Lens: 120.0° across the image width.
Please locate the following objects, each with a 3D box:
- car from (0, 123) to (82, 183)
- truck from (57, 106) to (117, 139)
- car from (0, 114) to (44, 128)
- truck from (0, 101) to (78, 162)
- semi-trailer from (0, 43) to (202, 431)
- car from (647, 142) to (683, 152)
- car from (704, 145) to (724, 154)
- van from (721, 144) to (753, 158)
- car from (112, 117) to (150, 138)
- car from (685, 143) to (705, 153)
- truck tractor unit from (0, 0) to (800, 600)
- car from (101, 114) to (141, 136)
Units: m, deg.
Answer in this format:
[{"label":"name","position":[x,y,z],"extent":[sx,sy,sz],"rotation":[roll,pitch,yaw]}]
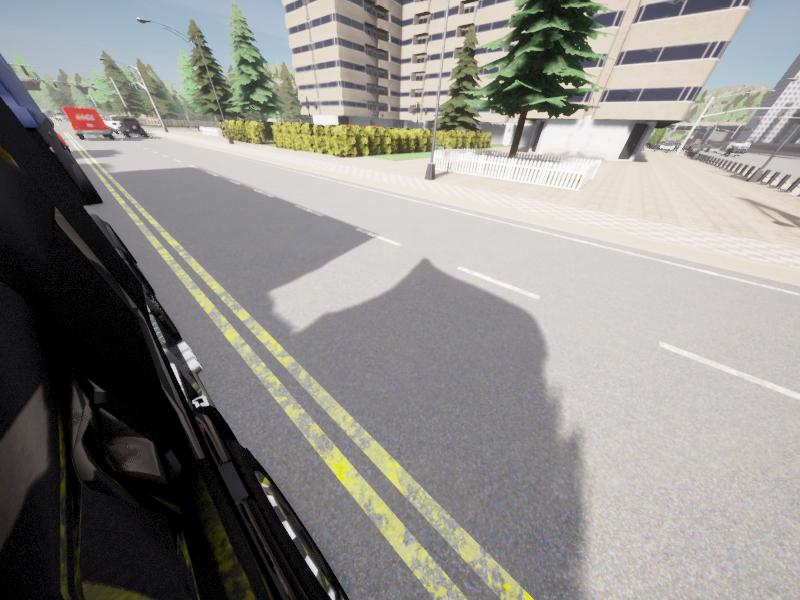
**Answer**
[{"label":"car","position":[-15.850,-6.288,9.671],"extent":[4.611,1.667,2.242],"rotation":[28,43,30]},{"label":"truck","position":[-32.170,-18.120,23.758],"extent":[5.204,2.467,2.627],"rotation":[27,43,31]},{"label":"car","position":[-58.864,-27.400,35.377],"extent":[2.007,1.525,4.514],"rotation":[29,44,31]},{"label":"truck","position":[-21.379,-9.594,13.062],"extent":[5.204,2.467,2.627],"rotation":[28,44,30]},{"label":"semi-trailer","position":[-8.695,-3.608,4.230],"extent":[14.254,4.402,2.717],"rotation":[28,44,30]},{"label":"car","position":[58.375,-33.777,51.015],"extent":[4.974,1.542,2.038],"rotation":[26,43,28]},{"label":"car","position":[76.888,-37.015,56.644],"extent":[1.851,1.617,3.988],"rotation":[28,44,30]},{"label":"van","position":[64.284,-28.560,44.133],"extent":[2.069,2.038,4.480],"rotation":[28,44,30]},{"label":"car","position":[-31.984,-20.511,27.477],"extent":[3.866,1.878,1.905],"rotation":[28,44,30]},{"label":"car","position":[73.090,-37.719,57.249],"extent":[2.033,1.649,4.856],"rotation":[28,44,30]},{"label":"truck tractor unit","position":[-2.645,-0.295,0.351],"extent":[6.516,4.208,3.053],"rotation":[28,44,30]},{"label":"car","position":[-37.395,-23.463,30.961],"extent":[5.566,2.045,2.150],"rotation":[28,44,30]}]
